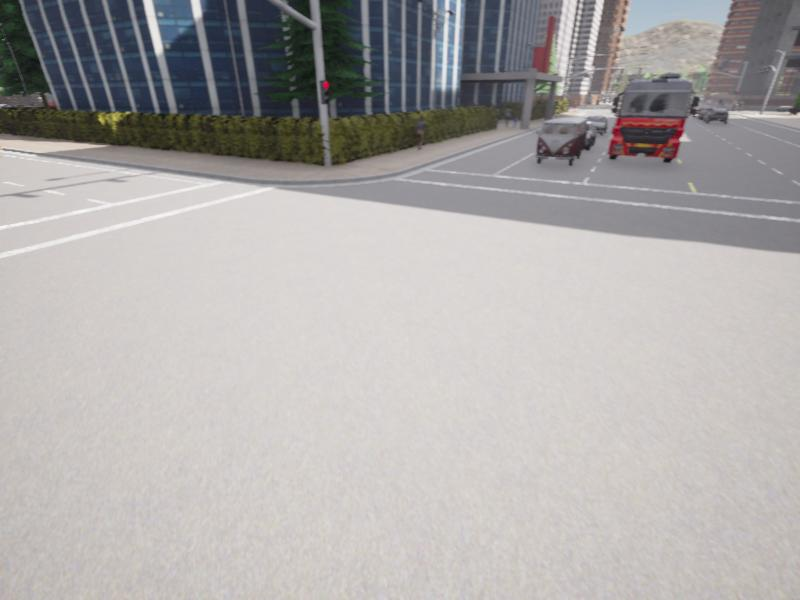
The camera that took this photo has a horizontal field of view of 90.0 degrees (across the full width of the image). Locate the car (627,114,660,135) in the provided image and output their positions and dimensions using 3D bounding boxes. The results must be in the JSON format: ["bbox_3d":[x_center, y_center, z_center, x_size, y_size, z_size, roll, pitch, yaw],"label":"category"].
[{"bbox_3d":[20.539,-14.870,33.775,1.994,1.385,4.181,14,30,25],"label":"car"}]

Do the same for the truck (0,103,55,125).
[{"bbox_3d":[-44.536,-21.522,46.277,2.390,2.098,6.274,14,31,26],"label":"truck"}]

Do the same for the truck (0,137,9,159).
[{"bbox_3d":[-25.787,-9.826,21.693,8.468,3.827,2.891,14,31,26],"label":"truck"}]

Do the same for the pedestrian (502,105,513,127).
[{"bbox_3d":[10.216,-17.412,37.865,0.751,1.860,0.751,8,28,16],"label":"pedestrian"}]

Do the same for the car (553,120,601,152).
[{"bbox_3d":[10.877,-10.089,24.464,1.970,1.475,3.806,14,30,25],"label":"car"}]

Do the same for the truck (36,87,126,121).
[{"bbox_3d":[-43.109,-26.793,54.601,2.891,3.827,8.468,14,31,26],"label":"truck"}]

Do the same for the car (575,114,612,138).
[{"bbox_3d":[15.937,-14.344,32.765,2.033,1.411,5.357,14,30,25],"label":"car"}]

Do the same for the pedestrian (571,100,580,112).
[{"bbox_3d":[29.215,-32.346,66.667,0.751,1.860,0.751,-20,33,-34],"label":"pedestrian"}]

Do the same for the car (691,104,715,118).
[{"bbox_3d":[41.344,-25.857,54.726,1.882,1.535,5.008,14,30,25],"label":"car"}]

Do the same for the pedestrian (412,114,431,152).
[{"bbox_3d":[1.165,-9.229,22.072,0.751,1.860,0.751,14,30,25],"label":"pedestrian"}]

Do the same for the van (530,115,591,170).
[{"bbox_3d":[7.871,-7.769,19.434,1.775,1.987,4.442,14,30,25],"label":"van"}]

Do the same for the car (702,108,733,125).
[{"bbox_3d":[34.589,-20.123,43.708,1.837,1.490,4.892,14,30,25],"label":"car"}]

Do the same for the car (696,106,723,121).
[{"bbox_3d":[37.788,-22.816,48.923,1.970,1.475,3.806,14,30,25],"label":"car"}]

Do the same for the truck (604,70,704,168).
[{"bbox_3d":[13.124,-9.685,21.102,2.891,3.827,8.468,14,30,25],"label":"truck"}]

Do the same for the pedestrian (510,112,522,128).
[{"bbox_3d":[10.859,-16.905,37.489,0.751,1.300,0.751,13,30,24],"label":"pedestrian"}]

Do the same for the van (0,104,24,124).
[{"bbox_3d":[-47.944,-21.950,47.261,1.775,1.987,4.442,14,31,26],"label":"van"}]
